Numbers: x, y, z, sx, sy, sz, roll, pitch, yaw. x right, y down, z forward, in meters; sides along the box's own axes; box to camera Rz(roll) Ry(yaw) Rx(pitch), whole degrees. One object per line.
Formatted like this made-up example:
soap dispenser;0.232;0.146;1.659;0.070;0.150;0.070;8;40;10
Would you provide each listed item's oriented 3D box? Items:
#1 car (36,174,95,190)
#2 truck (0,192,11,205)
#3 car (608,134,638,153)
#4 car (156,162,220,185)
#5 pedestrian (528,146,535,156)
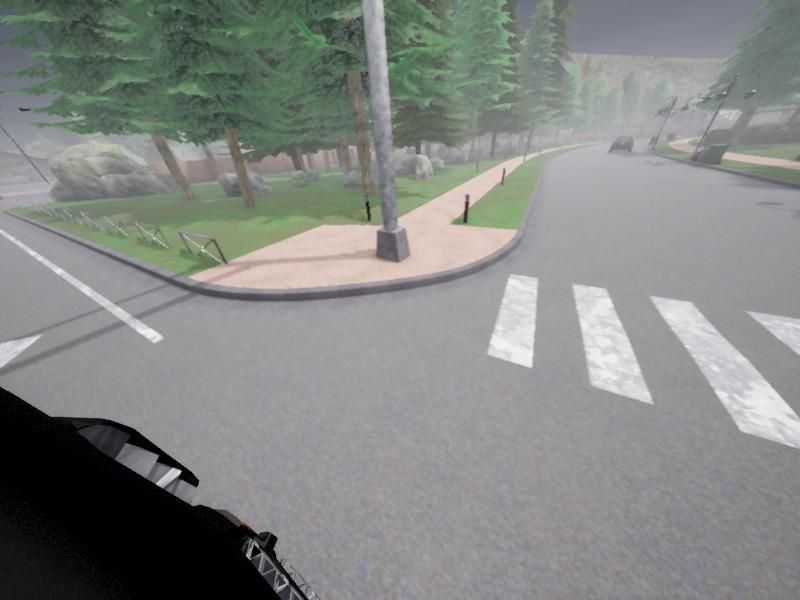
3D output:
car;-52.643;-18.716;36.532;1.882;1.535;5.008;14;38;25
truck;-39.997;-8.759;18.234;2.891;3.827;8.468;14;38;25
car;27.775;-19.579;28.862;2.097;1.767;4.553;21;41;32
car;-28.020;-16.999;30.858;2.150;2.045;5.566;14;38;25
pedestrian;17.195;-19.531;30.247;0.500;1.100;0.500;18;40;30
